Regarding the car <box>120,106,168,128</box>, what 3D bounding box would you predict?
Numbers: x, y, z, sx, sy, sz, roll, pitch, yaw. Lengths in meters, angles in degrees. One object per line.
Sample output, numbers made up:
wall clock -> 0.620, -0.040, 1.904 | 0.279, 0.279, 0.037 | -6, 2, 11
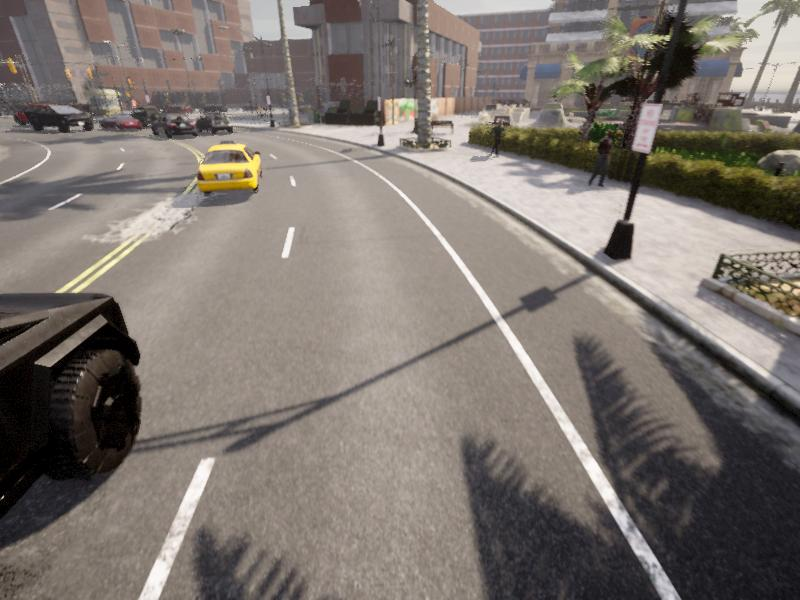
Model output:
car -> -25.753, -18.435, 40.253 | 3.866, 1.878, 1.905 | 13, 30, 24

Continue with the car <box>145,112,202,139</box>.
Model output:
car -> -17.845, -13.771, 31.452 | 2.242, 1.667, 4.611 | -25, 36, -39

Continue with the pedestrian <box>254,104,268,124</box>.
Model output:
pedestrian -> -14.381, -19.260, 41.487 | 0.751, 1.860, 0.751 | 13, 30, 23

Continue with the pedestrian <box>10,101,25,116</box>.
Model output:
pedestrian -> -55.150, -27.571, 57.638 | 0.751, 1.860, 0.751 | 9, 29, 17

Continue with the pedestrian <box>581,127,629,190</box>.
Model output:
pedestrian -> 6.743, -4.699, 13.257 | 0.751, 1.860, 0.751 | -6, 28, -11

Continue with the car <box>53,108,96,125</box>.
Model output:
car -> -36.283, -20.480, 44.598 | 3.705, 1.549, 1.789 | 11, 29, 20

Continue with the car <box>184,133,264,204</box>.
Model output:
car -> -6.040, -4.928, 14.406 | 1.801, 1.575, 5.366 | -7, 28, -13

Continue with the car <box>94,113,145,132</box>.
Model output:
car -> -25.963, -16.471, 37.022 | 4.181, 1.385, 1.994 | 15, 31, 27

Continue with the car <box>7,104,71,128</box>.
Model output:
car -> -37.521, -19.206, 41.596 | 5.566, 2.045, 2.150 | 11, 29, 20

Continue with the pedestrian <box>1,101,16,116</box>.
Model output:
pedestrian -> -56.177, -27.444, 57.394 | 0.751, 1.860, 0.751 | 10, 29, 18

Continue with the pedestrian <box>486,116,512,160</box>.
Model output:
pedestrian -> 4.721, -7.773, 19.212 | 0.751, 1.860, 0.751 | -7, 28, -12

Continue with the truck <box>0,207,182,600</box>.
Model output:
truck -> -3.599, 1.533, 1.323 | 2.390, 2.098, 6.274 | -1, 27, -2

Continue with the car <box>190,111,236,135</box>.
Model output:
car -> -16.023, -15.157, 34.204 | 3.988, 1.617, 1.851 | 23, 35, 38

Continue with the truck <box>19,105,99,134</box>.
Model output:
truck -> -30.081, -16.010, 35.335 | 6.274, 2.098, 2.390 | 13, 30, 23

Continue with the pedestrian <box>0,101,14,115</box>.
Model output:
pedestrian -> -58.030, -28.286, 59.026 | 0.751, 1.860, 0.751 | 13, 30, 24
